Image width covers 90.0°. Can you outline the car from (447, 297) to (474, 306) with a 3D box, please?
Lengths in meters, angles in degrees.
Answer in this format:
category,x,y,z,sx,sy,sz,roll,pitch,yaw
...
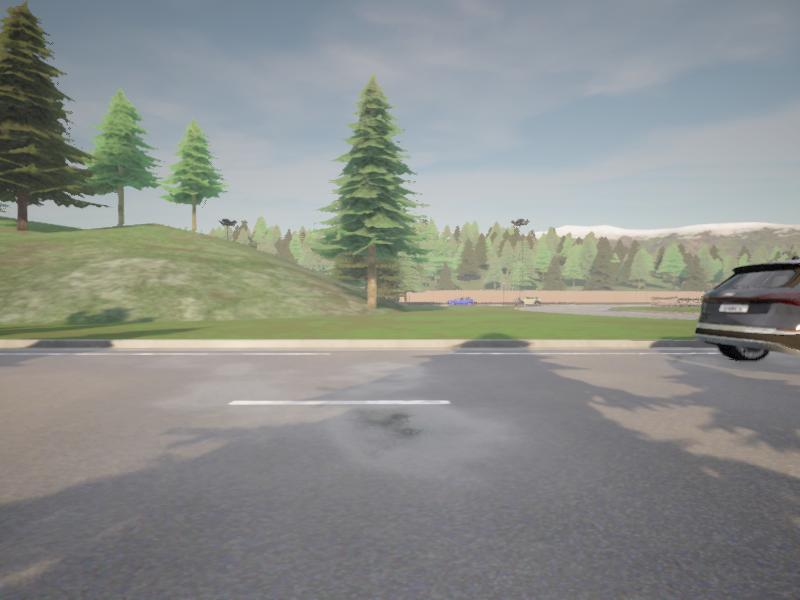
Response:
category,x,y,z,sx,sy,sz,roll,pitch,yaw
car,10.589,0.289,70.129,4.514,1.525,2.007,0,0,-1

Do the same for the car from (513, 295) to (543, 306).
category,x,y,z,sx,sy,sz,roll,pitch,yaw
car,22.449,0.096,70.370,4.605,1.855,1.932,0,0,-1

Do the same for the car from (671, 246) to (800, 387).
category,x,y,z,sx,sy,sz,roll,pitch,yaw
car,6.993,0.188,5.733,4.856,1.649,2.033,0,0,-1
